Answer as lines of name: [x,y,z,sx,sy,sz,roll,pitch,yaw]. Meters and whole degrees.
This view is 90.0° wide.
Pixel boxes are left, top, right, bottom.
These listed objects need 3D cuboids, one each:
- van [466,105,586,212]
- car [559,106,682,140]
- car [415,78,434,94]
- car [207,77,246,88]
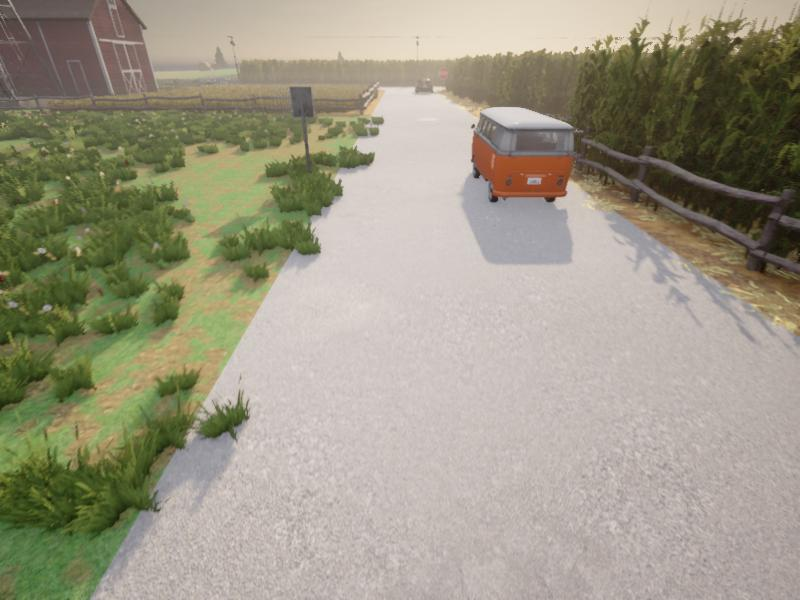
van: [3.117,-4.092,11.020,1.775,1.987,4.442,0,30,0]
car: [10.546,-8.631,19.457,4.718,1.301,1.895,0,30,0]
car: [3.138,-28.011,52.284,2.242,1.667,4.611,0,30,0]
car: [-27.060,-33.922,62.365,4.974,1.542,2.038,0,30,0]
